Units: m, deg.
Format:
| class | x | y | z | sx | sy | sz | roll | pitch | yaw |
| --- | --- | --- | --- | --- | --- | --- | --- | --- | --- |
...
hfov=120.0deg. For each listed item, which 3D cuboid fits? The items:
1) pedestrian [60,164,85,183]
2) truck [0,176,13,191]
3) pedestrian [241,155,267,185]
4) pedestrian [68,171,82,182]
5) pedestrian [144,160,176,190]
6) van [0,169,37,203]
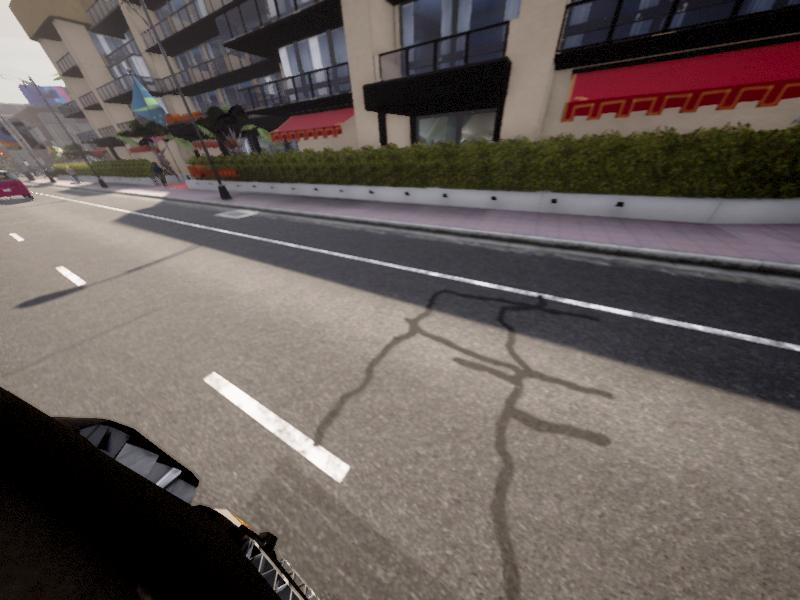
| class | x | y | z | sx | sy | sz | roll | pitch | yaw |
| --- | --- | --- | --- | --- | --- | --- | --- | --- | --- |
| pedestrian | -37.423 | -14.424 | 26.405 | 0.751 | 1.860 | 0.751 | 17 | 39 | 27 |
| truck | -44.414 | -12.733 | 24.215 | 5.204 | 2.467 | 2.627 | 15 | 38 | 25 |
| pedestrian | -10.591 | -9.456 | 16.853 | 0.751 | 1.860 | 0.751 | 15 | 38 | 25 |
| pedestrian | -39.643 | -15.041 | 28.184 | 0.500 | 1.100 | 0.500 | 16 | 38 | 26 |
| pedestrian | -17.992 | -9.384 | 17.341 | 0.751 | 1.860 | 0.751 | 18 | 39 | 28 |
| van | -30.143 | -8.636 | 17.407 | 4.442 | 1.987 | 1.775 | 15 | 38 | 25 |
